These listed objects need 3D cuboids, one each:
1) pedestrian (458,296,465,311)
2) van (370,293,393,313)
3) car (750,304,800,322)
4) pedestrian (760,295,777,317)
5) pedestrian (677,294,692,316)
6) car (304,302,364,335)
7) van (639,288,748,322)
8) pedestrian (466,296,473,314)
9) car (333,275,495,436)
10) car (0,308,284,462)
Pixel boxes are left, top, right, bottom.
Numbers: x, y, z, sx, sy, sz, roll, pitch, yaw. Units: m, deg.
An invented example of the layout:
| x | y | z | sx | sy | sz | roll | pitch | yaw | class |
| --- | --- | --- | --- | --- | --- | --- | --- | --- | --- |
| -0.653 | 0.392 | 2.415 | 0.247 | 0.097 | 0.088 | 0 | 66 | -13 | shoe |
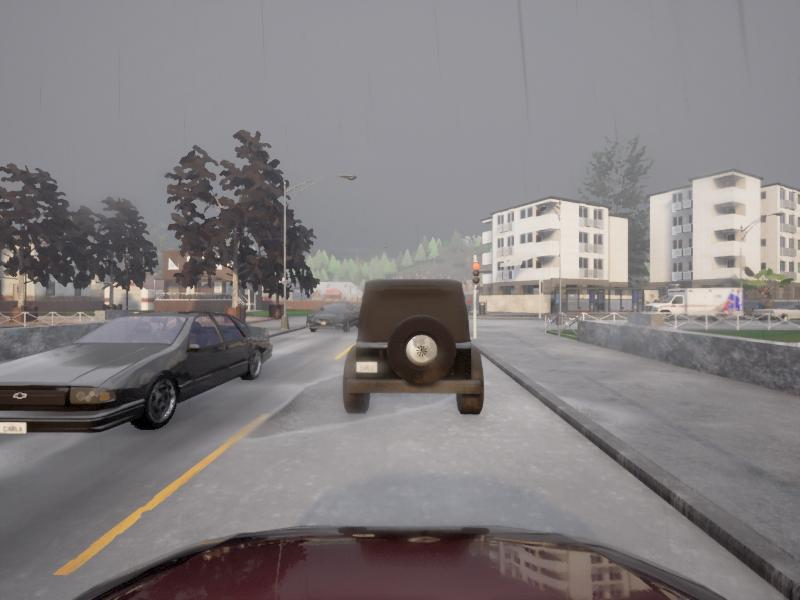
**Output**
| x | y | z | sx | sy | sz | roll | pitch | yaw | class |
| --- | --- | --- | --- | --- | --- | --- | --- | --- | --- |
| 7.623 | 0.417 | 49.660 | 0.751 | 1.860 | 0.751 | 0 | 0 | 4 | pedestrian |
| -2.300 | 0.378 | 51.361 | 2.351 | 2.431 | 6.366 | 0 | 0 | 2 | van |
| 29.156 | 0.944 | 29.630 | 4.718 | 1.301 | 1.895 | 0 | 0 | 2 | car |
| 31.691 | 0.533 | 34.395 | 0.751 | 1.860 | 0.751 | 0 | 0 | 0 | pedestrian |
| 25.335 | 0.443 | 35.623 | 0.751 | 1.860 | 0.751 | 0 | 0 | 5 | pedestrian |
| -3.249 | 0.845 | 20.752 | 1.837 | 1.490 | 4.892 | 0 | 0 | 6 | car |
| 21.752 | 0.378 | 29.883 | 6.366 | 2.431 | 2.351 | 0 | 0 | 2 | van |
| 7.086 | 0.524 | 40.848 | 0.751 | 1.860 | 0.751 | 0 | 0 | 7 | pedestrian |
| 0.220 | 0.646 | 6.640 | 1.905 | 1.878 | 3.866 | 0 | 0 | 2 | car |
| -3.801 | 0.895 | 6.669 | 2.033 | 1.411 | 5.357 | 0 | 0 | 2 | car |
